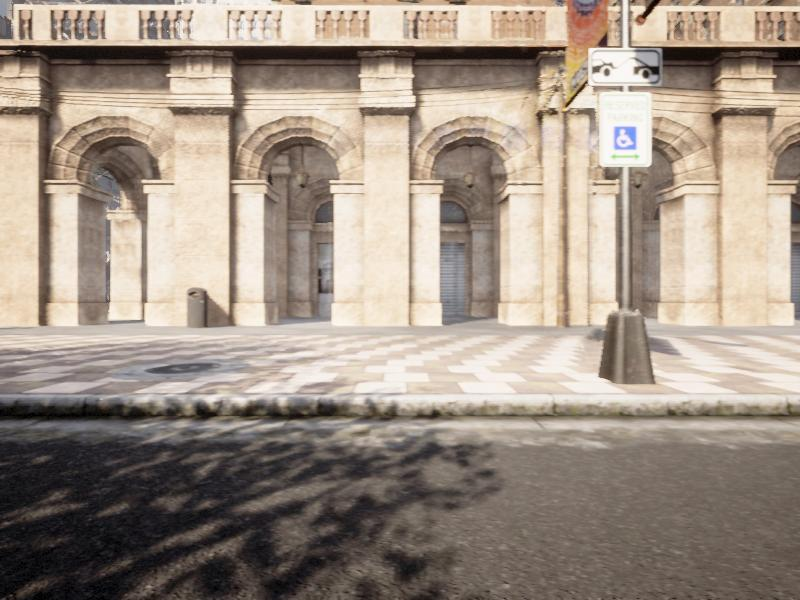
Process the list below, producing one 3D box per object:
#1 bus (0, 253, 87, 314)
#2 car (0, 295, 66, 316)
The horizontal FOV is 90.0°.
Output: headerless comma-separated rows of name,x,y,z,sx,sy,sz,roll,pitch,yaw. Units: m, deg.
bus,-29.512,-1.135,30.060,3.944,4.253,10.273,0,0,0
car,-26.121,0.343,27.747,1.895,1.301,4.718,0,0,0
